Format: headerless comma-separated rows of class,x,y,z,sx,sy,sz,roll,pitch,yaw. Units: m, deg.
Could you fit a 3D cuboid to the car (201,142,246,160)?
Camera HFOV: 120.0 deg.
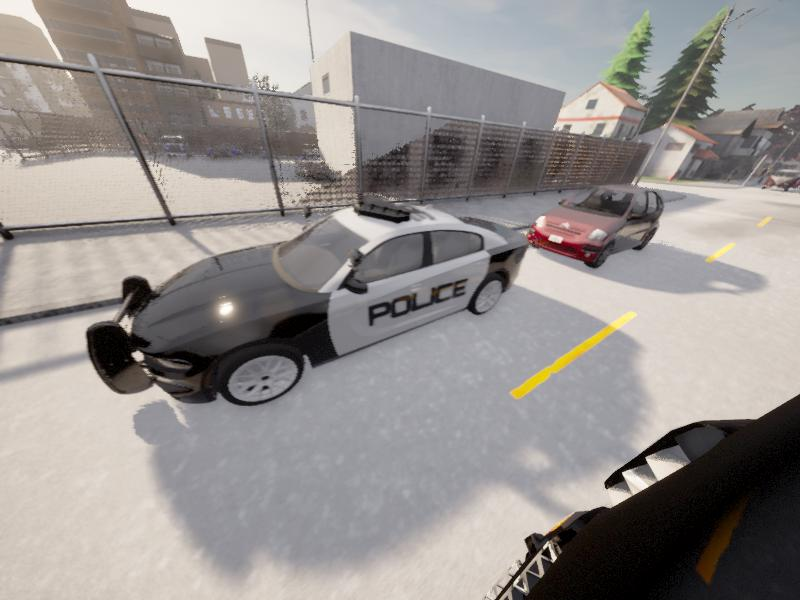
car,-20.059,-17.069,26.489,3.705,1.547,1.789,-16,38,-27

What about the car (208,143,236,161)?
car,-20.338,-17.031,26.538,2.033,1.415,5.357,-16,38,-27

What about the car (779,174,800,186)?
car,59.310,-17.958,34.544,4.181,1.385,1.994,-17,38,-27

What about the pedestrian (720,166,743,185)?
pedestrian,39.759,-14.926,27.725,0.751,1.860,0.751,-24,42,-35

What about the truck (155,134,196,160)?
truck,-23.801,-16.370,24.700,2.069,2.038,4.478,-16,38,-27

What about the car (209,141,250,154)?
car,-27.228,-24.373,37.060,4.902,1.511,2.128,-17,39,-28

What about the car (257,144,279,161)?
car,-16.540,-18.469,28.898,1.845,1.501,3.633,-16,38,-27

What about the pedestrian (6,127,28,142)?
pedestrian,-58.490,-25.266,35.324,0.751,1.860,0.751,-16,38,-26

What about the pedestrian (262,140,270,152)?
pedestrian,-25.281,-28.985,43.609,0.751,1.860,0.751,-17,38,-27

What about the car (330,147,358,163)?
car,-7.871,-20.319,32.266,2.242,1.667,4.611,-16,38,-27

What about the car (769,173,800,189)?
car,50.231,-15.347,29.738,4.514,1.525,2.007,-17,38,-27

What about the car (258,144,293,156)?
car,-21.479,-26.026,40.028,4.892,1.490,1.837,-17,38,-27

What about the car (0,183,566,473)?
car,-0.418,-0.500,3.196,5.238,1.638,1.930,-17,38,-27

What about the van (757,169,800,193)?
van,40.815,-12.759,24.666,4.442,1.987,1.775,-17,38,-27

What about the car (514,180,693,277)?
car,5.355,-2.141,6.162,3.988,1.617,1.851,-17,38,-27

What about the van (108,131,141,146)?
van,-57.922,-34.098,48.766,2.351,2.431,6.366,-16,38,-27

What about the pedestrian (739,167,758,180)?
pedestrian,58.663,-21.331,38.889,0.751,1.860,0.751,-5,34,-12

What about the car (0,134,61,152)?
car,-40.634,-17.234,25.340,2.033,1.411,5.357,-16,38,-27

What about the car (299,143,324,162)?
car,-11.672,-19.447,30.455,1.905,1.878,3.866,-16,38,-27
